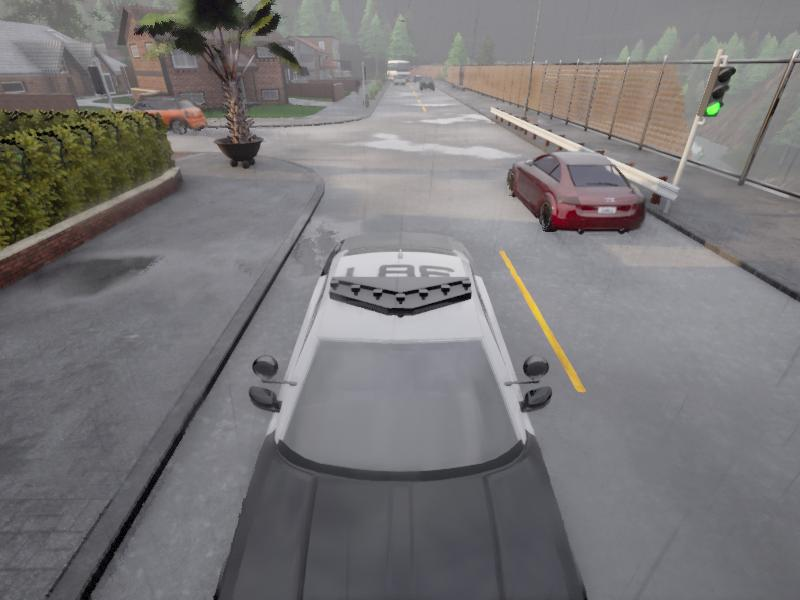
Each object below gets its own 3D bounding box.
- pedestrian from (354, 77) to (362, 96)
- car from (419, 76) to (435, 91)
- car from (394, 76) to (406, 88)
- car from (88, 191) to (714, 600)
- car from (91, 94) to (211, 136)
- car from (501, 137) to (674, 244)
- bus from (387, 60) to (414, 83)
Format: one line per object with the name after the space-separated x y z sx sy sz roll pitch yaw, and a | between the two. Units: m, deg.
-4.758 -24.061 45.155 0.751 1.860 0.751 -2 30 -3 | pedestrian
3.984 -32.505 59.950 2.097 1.767 4.553 0 30 0 | car
-0.019 -39.360 72.146 2.152 1.651 5.027 0 30 0 | car
0.004 0.626 3.352 1.930 1.638 5.238 0 31 0 | car
-12.686 -9.624 20.732 4.553 1.767 2.097 0 30 0 | car
3.958 -2.770 9.417 1.994 1.385 4.181 0 30 -1 | car
-0.113 -51.503 90.056 3.944 4.253 10.273 -6 31 -11 | bus
